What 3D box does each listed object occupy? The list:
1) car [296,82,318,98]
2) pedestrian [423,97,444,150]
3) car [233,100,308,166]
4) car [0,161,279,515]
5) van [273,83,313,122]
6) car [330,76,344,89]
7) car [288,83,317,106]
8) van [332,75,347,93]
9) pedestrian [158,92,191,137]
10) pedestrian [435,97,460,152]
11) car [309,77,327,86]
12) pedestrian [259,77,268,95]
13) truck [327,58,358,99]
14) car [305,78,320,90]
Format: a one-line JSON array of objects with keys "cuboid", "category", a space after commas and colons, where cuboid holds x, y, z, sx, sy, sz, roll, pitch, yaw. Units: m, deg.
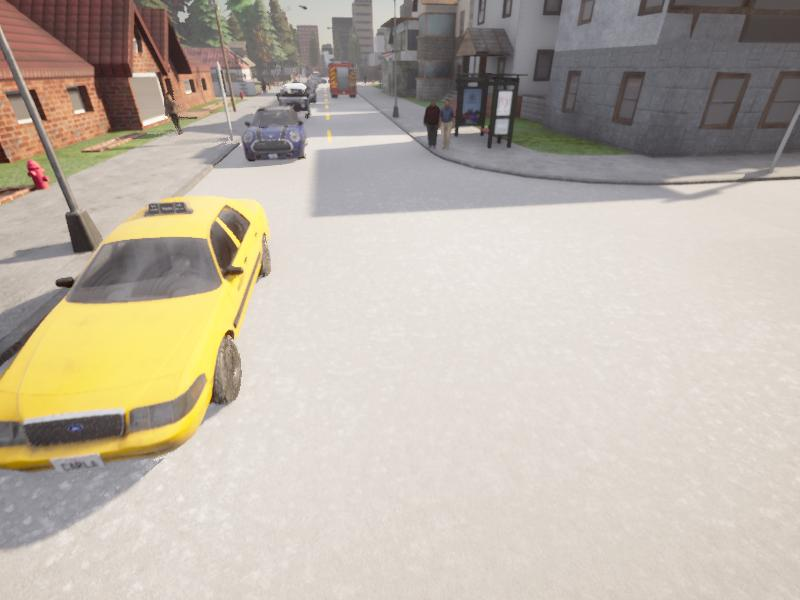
[{"cuboid": [-10.793, -24.616, 46.728, 2.163, 1.488, 4.792, -5, 30, -9], "category": "car"}, {"cuboid": [1.327, -7.065, 16.001, 0.751, 1.860, 0.751, 3, 30, 5], "category": "pedestrian"}, {"cuboid": [-4.842, -6.668, 15.674, 2.097, 1.767, 4.553, -5, 31, -9], "category": "car"}, {"cuboid": [-2.857, -0.391, 5.127, 1.801, 1.575, 5.366, -5, 31, -8], "category": "car"}, {"cuboid": [-7.018, -13.304, 26.804, 2.069, 2.038, 4.480, -5, 30, -8], "category": "van"}, {"cuboid": [-10.307, -35.566, 65.342, 1.930, 1.638, 5.238, -5, 31, -8], "category": "car"}, {"cuboid": [-9.078, -19.431, 37.670, 2.242, 1.667, 4.611, -5, 30, -8], "category": "car"}, {"cuboid": [-8.185, -29.226, 54.135, 1.775, 1.987, 4.442, -5, 31, -8], "category": "van"}, {"cuboid": [-10.730, -8.826, 19.057, 0.751, 1.860, 0.751, -5, 31, -8], "category": "pedestrian"}, {"cuboid": [1.851, -6.884, 15.681, 0.751, 1.860, 0.751, 8, 31, 14], "category": "pedestrian"}, {"cuboid": [-16.529, -44.294, 80.987, 1.994, 1.385, 4.181, 6, 31, 10], "category": "car"}, {"cuboid": [-16.331, -25.629, 47.851, 0.751, 1.860, 0.751, -9, 32, -15], "category": "pedestrian"}, {"cuboid": [-6.758, -25.676, 46.227, 2.891, 3.827, 8.468, -5, 31, -8], "category": "truck"}, {"cuboid": [-14.900, -36.932, 68.319, 2.128, 1.511, 4.902, -5, 31, -8], "category": "car"}]
